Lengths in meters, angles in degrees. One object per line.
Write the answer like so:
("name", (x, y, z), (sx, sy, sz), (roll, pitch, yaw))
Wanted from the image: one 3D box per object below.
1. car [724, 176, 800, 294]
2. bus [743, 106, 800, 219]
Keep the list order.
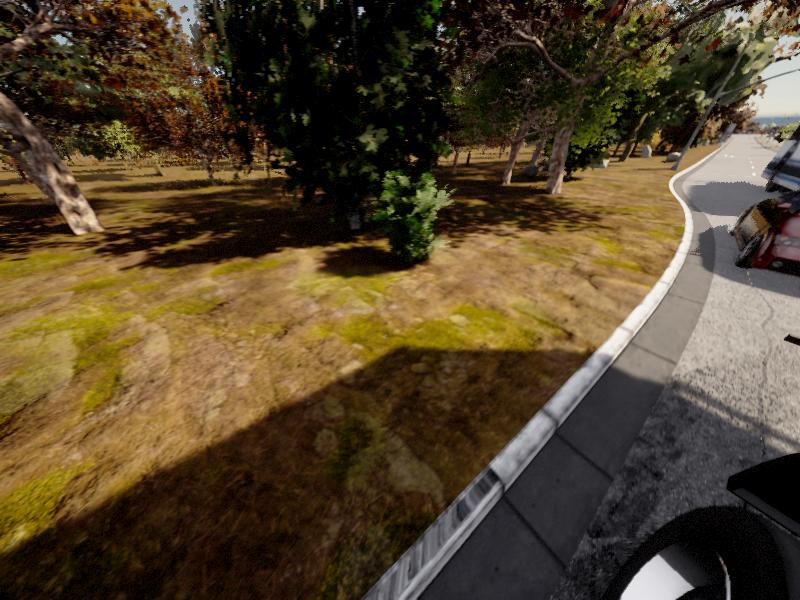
("car", (8.724, -1.416, 4.656), (4.181, 1.385, 1.994), (-29, 44, -34))
("bus", (18.580, -5.955, 8.723), (10.273, 4.253, 3.944), (-29, 42, -36))
